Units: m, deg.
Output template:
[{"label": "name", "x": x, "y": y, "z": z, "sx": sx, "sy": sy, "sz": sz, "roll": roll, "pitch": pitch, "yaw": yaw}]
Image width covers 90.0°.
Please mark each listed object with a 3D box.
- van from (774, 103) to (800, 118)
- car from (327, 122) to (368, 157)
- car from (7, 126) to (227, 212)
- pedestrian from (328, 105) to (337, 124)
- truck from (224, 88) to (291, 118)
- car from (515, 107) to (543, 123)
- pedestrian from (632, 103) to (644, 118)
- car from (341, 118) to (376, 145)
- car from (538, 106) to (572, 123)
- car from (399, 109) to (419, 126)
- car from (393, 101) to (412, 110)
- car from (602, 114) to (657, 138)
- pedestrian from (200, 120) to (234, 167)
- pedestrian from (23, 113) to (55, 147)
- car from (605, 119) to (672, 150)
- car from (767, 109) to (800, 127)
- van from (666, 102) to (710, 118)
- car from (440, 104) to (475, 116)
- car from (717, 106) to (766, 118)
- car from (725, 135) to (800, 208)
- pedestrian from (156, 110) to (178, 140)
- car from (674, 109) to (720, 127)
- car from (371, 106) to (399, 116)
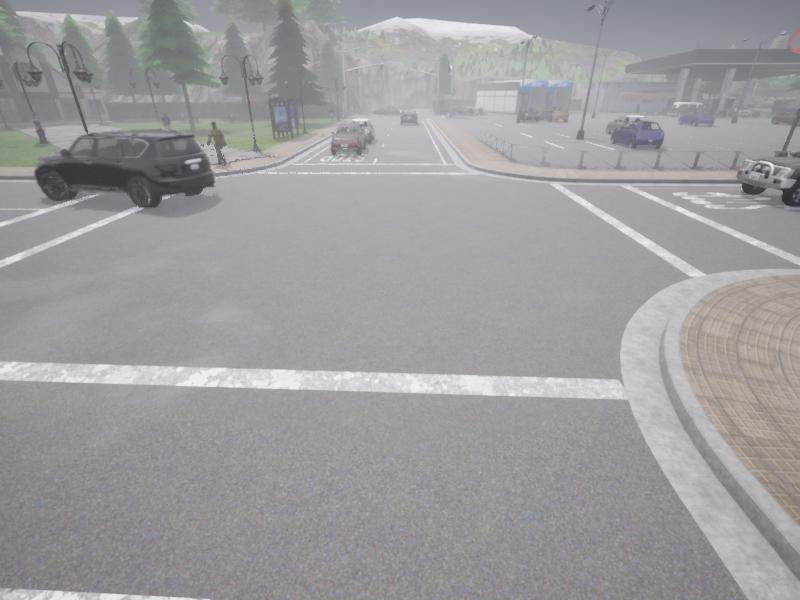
[{"label": "van", "x": 57.600, "y": -27.503, "z": 57.985, "sx": 4.442, "sy": 1.987, "sz": 1.775, "roll": 1, "pitch": 27, "yaw": 2}, {"label": "car", "x": -2.950, "y": -9.350, "z": 23.133, "sx": 1.789, "sy": 1.549, "sz": 3.705, "roll": 1, "pitch": 27, "yaw": 1}, {"label": "car", "x": -8.750, "y": -4.258, "z": 12.661, "sx": 5.566, "sy": 2.045, "sz": 2.150, "roll": 8, "pitch": 27, "yaw": 13}, {"label": "pedestrian", "x": -7.385, "y": -20.222, "z": 43.590, "sx": 0.751, "sy": 1.860, "sz": 0.751, "roll": 0, "pitch": 27, "yaw": 0}, {"label": "truck", "x": -21.174, "y": -29.522, "z": 59.939, "sx": 8.468, "sy": 3.827, "sz": 2.891, "roll": 1, "pitch": 27, "yaw": 1}, {"label": "car", "x": 15.301, "y": -22.157, "z": 47.781, "sx": 2.007, "sy": 1.523, "sz": 4.514, "roll": 1, "pitch": 27, "yaw": 1}, {"label": "pedestrian", "x": 32.579, "y": -26.016, "z": 54.855, "sx": 0.751, "sy": 1.860, "sz": 0.751, "roll": 0, "pitch": 27, "yaw": 1}, {"label": "car", "x": -2.839, "y": -11.916, "z": 28.217, "sx": 1.970, "sy": 1.475, "sz": 3.806, "roll": 1, "pitch": 27, "yaw": 1}, {"label": "car", "x": 18.438, "y": -22.147, "z": 47.741, "sx": 2.152, "sy": 1.636, "sz": 5.027, "roll": 1, "pitch": 27, "yaw": 1}, {"label": "car", "x": 1.043, "y": -20.778, "z": 45.471, "sx": 2.163, "sy": 1.488, "sz": 4.792, "roll": 1, "pitch": 27, "yaw": 1}, {"label": "car", "x": 0.615, "y": -44.034, "z": 90.588, "sx": 2.033, "sy": 1.649, "sz": 4.856, "roll": 17, "pitch": 32, "yaw": 30}, {"label": "car", "x": 17.741, "y": -13.580, "z": 31.171, "sx": 1.970, "sy": 1.475, "sz": 3.806, "roll": 1, "pitch": 27, "yaw": 1}, {"label": "pedestrian", "x": -8.046, "y": -6.916, "z": 17.673, "sx": 0.751, "sy": 1.860, "sz": 0.751, "roll": 3, "pitch": 27, "yaw": 6}, {"label": "pedestrian", "x": -22.192, "y": -10.476, "z": 24.608, "sx": 0.751, "sy": 1.860, "sz": 0.751, "roll": 15, "pitch": 31, "yaw": 27}, {"label": "car", "x": 14.543, "y": -10.241, "z": 24.646, "sx": 1.845, "sy": 1.501, "sz": 3.633, "roll": 1, "pitch": 27, "yaw": 1}, {"label": "car", "x": 40.040, "y": -18.363, "z": 40.289, "sx": 2.007, "sy": 1.523, "sz": 4.514, "roll": 1, "pitch": 27, "yaw": 1}, {"label": "van", "x": 41.997, "y": -27.773, "z": 58.468, "sx": 4.480, "sy": 2.038, "sz": 2.069, "roll": 1, "pitch": 27, "yaw": 2}, {"label": "car", "x": 8.954, "y": -29.725, "z": 62.719, "sx": 5.238, "sy": 1.638, "sz": 1.930, "roll": 1, "pitch": 27, "yaw": 2}, {"label": "car", "x": 49.727, "y": -27.451, "z": 58.324, "sx": 4.974, "sy": 1.542, "sz": 2.038, "roll": 1, "pitch": 27, "yaw": 2}, {"label": "car", "x": 13.322, "y": -3.980, "z": 12.277, "sx": 4.605, "sy": 1.855, "sz": 1.932, "roll": 1, "pitch": 27, "yaw": 1}, {"label": "pedestrian", "x": -16.291, "y": -12.269, "z": 27.996, "sx": 0.751, "sy": 1.860, "sz": 0.751, "roll": 24, "pitch": 36, "yaw": 38}, {"label": "car", "x": 30.053, "y": -18.496, "z": 40.600, "sx": 1.845, "sy": 1.501, "sz": 3.633, "roll": 1, "pitch": 27, "yaw": 1}, {"label": "car", "x": -2.299, "y": -29.835, "z": 63.109, "sx": 4.193, "sy": 1.474, "sz": 1.816, "roll": 1, "pitch": 27, "yaw": 2}]
